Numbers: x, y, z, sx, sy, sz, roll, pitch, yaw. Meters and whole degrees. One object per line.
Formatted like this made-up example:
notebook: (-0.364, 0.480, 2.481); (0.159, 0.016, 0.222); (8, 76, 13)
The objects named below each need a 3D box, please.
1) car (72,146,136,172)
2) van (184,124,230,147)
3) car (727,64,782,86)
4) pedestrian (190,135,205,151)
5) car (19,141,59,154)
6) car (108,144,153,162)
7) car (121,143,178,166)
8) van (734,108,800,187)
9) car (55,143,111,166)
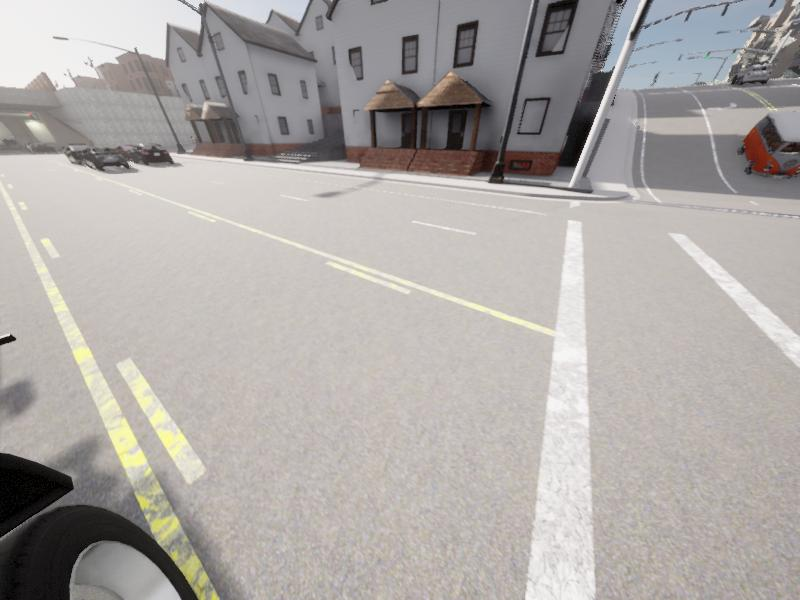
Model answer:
car: (-23.798, -11.409, 18.577); (4.514, 1.525, 2.007); (21, 40, 27)
van: (-36.173, -31.039, 43.523); (1.988, 2.561, 5.915); (21, 49, 27)
car: (36.789, -23.483, 24.114); (1.970, 1.475, 3.806); (22, 49, 27)
pedestrian: (-30.272, -23.466, 34.550); (0.751, 1.860, 0.751); (9, 36, 13)
car: (-55.443, -23.476, 35.440); (4.974, 1.542, 2.038); (17, 38, 22)
car: (-29.442, -16.090, 25.242); (4.674, 1.442, 1.812); (20, 40, 26)
car: (-23.900, -13.936, 22.033); (4.611, 1.667, 2.242); (21, 40, 27)
van: (20.627, -8.338, 12.519); (1.775, 1.987, 4.442); (21, 60, 26)
car: (-30.418, -14.045, 22.162); (5.238, 1.638, 1.930); (20, 40, 26)
